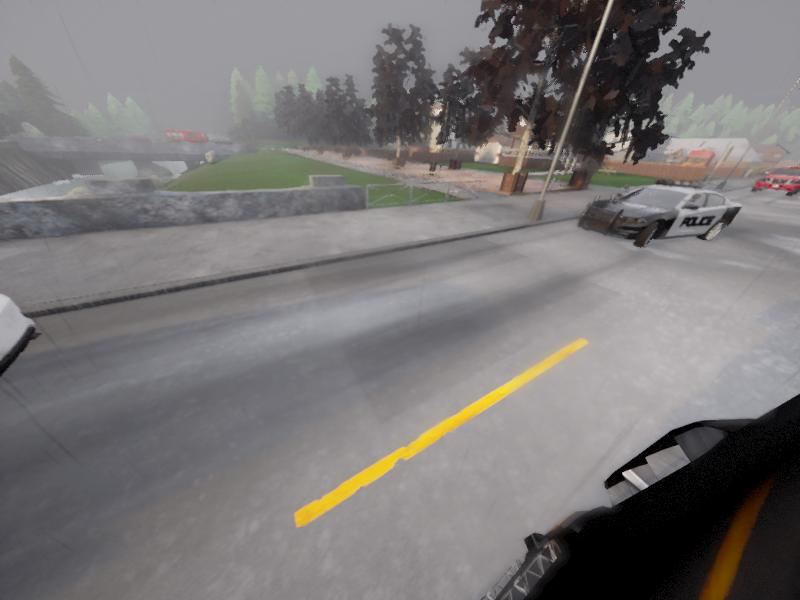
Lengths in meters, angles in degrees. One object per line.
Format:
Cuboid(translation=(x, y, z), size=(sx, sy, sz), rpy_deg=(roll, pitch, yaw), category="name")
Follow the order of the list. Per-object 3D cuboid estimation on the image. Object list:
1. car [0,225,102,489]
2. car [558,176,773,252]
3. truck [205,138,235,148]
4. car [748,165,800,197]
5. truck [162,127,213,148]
Cuboid(translation=(-5.624, 0.859, 0.400), size=(5.566, 2.045, 2.150), rpy_deg=(-16, 38, -26), category="car")
Cuboid(translation=(8.209, -2.875, 7.346), size=(5.238, 1.638, 1.930), rpy_deg=(-8, 35, -15), category="car")
Cuboid(translation=(-50.275, -44.131, 64.860), size=(6.274, 2.098, 2.390), rpy_deg=(-16, 38, -26), category="truck")
Cuboid(translation=(33.115, -10.313, 19.901), size=(5.566, 2.045, 2.150), rpy_deg=(-16, 38, -26), category="car")
Cuboid(translation=(-53.683, -41.291, 58.791), size=(8.468, 3.827, 2.891), rpy_deg=(-16, 38, -26), category="truck")
